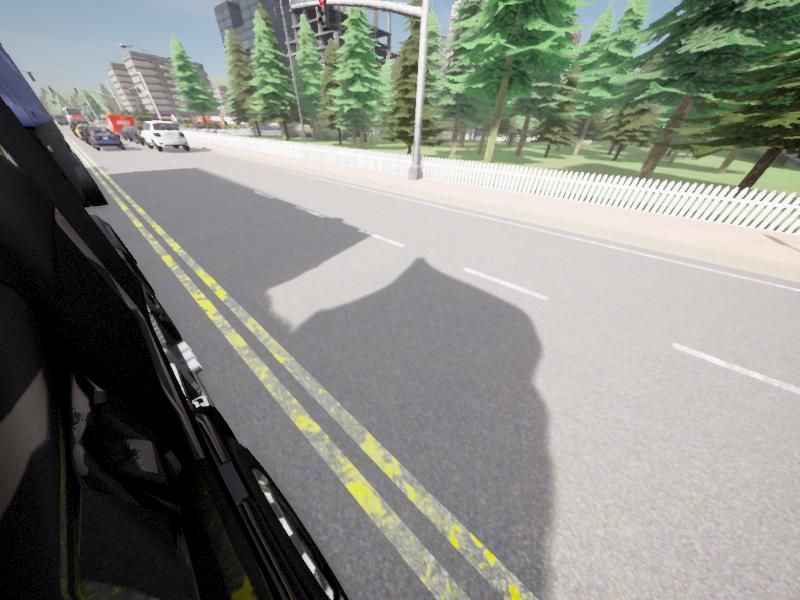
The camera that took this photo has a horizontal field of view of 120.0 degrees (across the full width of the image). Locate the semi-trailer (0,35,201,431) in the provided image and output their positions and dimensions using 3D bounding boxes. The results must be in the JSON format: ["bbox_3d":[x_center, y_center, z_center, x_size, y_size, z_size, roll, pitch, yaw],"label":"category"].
[{"bbox_3d":[-8.664,-3.602,4.298,14.254,4.402,2.717,28,44,31],"label":"semi-trailer"}]

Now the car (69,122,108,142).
[{"bbox_3d":[-34.604,-18.644,25.647,5.366,1.575,1.801,28,43,30],"label":"car"}]

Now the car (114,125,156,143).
[{"bbox_3d":[-30.930,-19.397,26.940,4.792,1.488,2.163,28,43,30],"label":"car"}]

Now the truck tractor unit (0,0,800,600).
[{"bbox_3d":[-2.645,-0.295,0.351,6.516,4.208,3.053,28,44,30],"label":"truck tractor unit"}]

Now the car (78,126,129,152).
[{"bbox_3d":[-24.403,-13.302,18.988,3.705,1.549,1.789,28,43,30],"label":"car"}]

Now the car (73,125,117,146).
[{"bbox_3d":[-29.251,-15.802,22.177,4.193,1.474,1.816,28,43,30],"label":"car"}]

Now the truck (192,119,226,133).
[{"bbox_3d":[-44.859,-40.835,54.348,2.627,2.467,5.204,26,42,29],"label":"truck"}]

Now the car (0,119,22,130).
[{"bbox_3d":[-65.844,-28.837,37.890,1.812,1.442,4.674,-14,39,-21],"label":"car"}]

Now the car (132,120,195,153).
[{"bbox_3d":[-20.354,-14.101,19.864,5.566,2.045,2.150,28,43,30],"label":"car"}]

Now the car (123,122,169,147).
[{"bbox_3d":[-25.915,-16.939,23.549,4.605,1.855,1.932,28,43,30],"label":"car"}]

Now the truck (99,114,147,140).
[{"bbox_3d":[-35.805,-22.350,29.843,5.204,2.467,2.627,28,43,30],"label":"truck"}]

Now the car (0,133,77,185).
[{"bbox_3d":[-15.729,-6.024,9.676,3.806,1.475,1.970,28,43,30],"label":"car"}]

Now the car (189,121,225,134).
[{"bbox_3d":[-43.099,-38.598,51.766,2.150,2.045,5.566,26,43,29],"label":"car"}]
